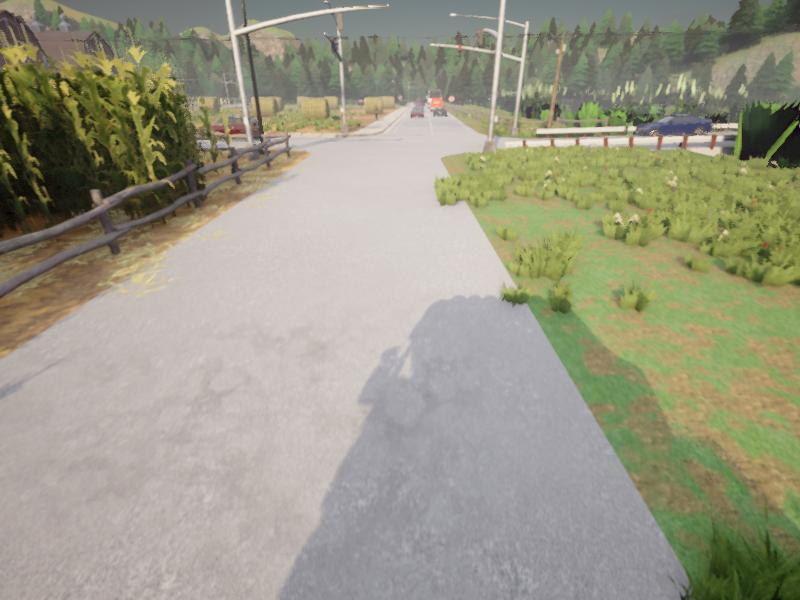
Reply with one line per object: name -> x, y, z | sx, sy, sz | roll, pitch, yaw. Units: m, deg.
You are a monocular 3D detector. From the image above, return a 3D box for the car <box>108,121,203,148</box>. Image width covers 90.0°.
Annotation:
car -> -16.114, -11.048, 26.616 | 4.792, 1.488, 2.163 | 0, 27, 0

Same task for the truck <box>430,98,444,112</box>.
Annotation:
truck -> 7.468, -40.013, 82.015 | 2.627, 2.467, 5.204 | 1, 27, 3

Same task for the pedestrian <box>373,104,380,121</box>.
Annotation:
pedestrian -> -2.815, -22.593, 48.282 | 0.751, 1.860, 0.751 | 0, 27, 1

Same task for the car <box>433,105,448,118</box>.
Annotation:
car -> 6.360, -30.019, 63.740 | 2.152, 1.651, 5.027 | 1, 27, 3

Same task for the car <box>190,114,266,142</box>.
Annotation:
car -> -12.615, -12.772, 29.639 | 4.553, 1.767, 2.097 | 0, 27, 0

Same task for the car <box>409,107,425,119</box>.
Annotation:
car -> 2.518, -27.179, 58.040 | 2.163, 1.488, 4.792 | 1, 27, 3

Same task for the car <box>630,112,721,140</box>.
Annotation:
car -> 19.054, -12.115, 27.871 | 4.674, 1.442, 1.812 | 0, 27, 7

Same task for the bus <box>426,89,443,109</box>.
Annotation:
bus -> 8.352, -49.431, 98.449 | 3.944, 4.253, 10.273 | 1, 27, 3
